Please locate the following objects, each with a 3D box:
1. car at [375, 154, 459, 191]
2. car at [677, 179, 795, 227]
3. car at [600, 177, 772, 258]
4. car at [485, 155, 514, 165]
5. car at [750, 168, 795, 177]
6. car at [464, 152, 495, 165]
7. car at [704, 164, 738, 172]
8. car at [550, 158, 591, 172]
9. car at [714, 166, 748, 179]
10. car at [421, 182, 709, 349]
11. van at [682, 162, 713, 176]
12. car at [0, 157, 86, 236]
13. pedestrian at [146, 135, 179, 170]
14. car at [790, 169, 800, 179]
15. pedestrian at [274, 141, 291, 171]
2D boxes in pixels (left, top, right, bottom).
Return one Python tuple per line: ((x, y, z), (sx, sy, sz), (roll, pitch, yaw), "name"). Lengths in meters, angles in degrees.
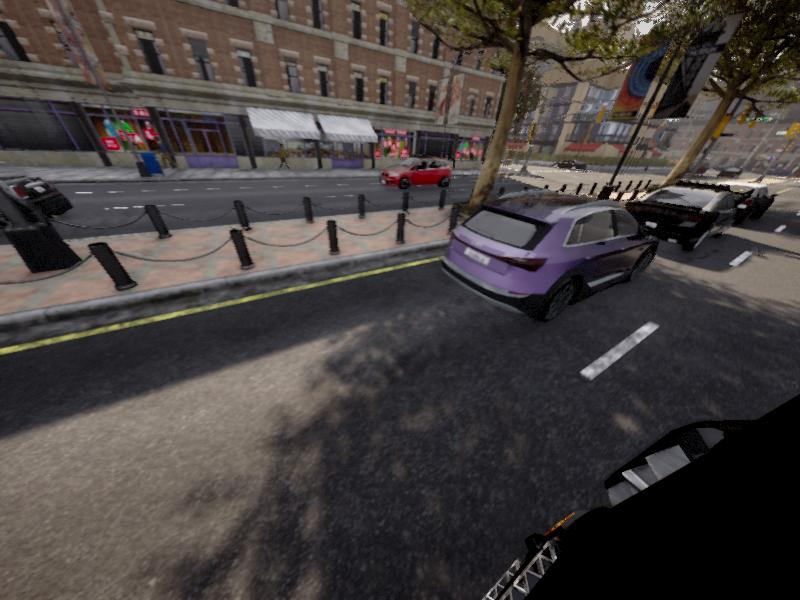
((1.044, -7.964, 14.378), (4.611, 1.667, 2.242), (-16, 38, -26), "car")
((15.214, -4.534, 10.527), (3.806, 1.475, 1.970), (-14, 37, -24), "car")
((9.309, -2.920, 7.516), (5.238, 1.638, 1.930), (-16, 38, -26), "car")
((18.378, -26.042, 43.017), (1.895, 1.301, 4.718), (-16, 38, -26), "car")
((83.566, -28.700, 51.898), (5.357, 1.411, 2.033), (9, 34, 8), "car")
((14.508, -26.134, 42.602), (1.801, 1.575, 5.366), (-16, 38, -26), "car")
((85.873, -35.301, 61.838), (1.837, 1.490, 4.892), (-14, 38, -24), "car")
((26.827, -21.402, 36.570), (1.837, 1.490, 4.892), (-14, 38, -24), "car")
((54.002, -20.815, 37.651), (5.238, 1.638, 1.930), (-16, 38, -26), "car")
((3.060, -1.132, 4.379), (4.856, 1.649, 2.033), (-16, 38, -26), "car")
((50.205, -22.122, 38.998), (4.442, 1.987, 1.775), (-16, 38, -26), "van")
((-10.854, -2.324, 5.223), (3.806, 1.475, 1.970), (-17, 39, -27), "car")
((-15.301, -9.511, 14.940), (0.751, 1.860, 0.751), (-14, 37, -24), "pedestrian")
((82.746, -25.382, 46.777), (1.851, 1.617, 3.988), (18, 37, 21), "car")
((-8.736, -10.688, 17.201), (0.751, 1.860, 0.751), (-14, 37, -24), "pedestrian")
